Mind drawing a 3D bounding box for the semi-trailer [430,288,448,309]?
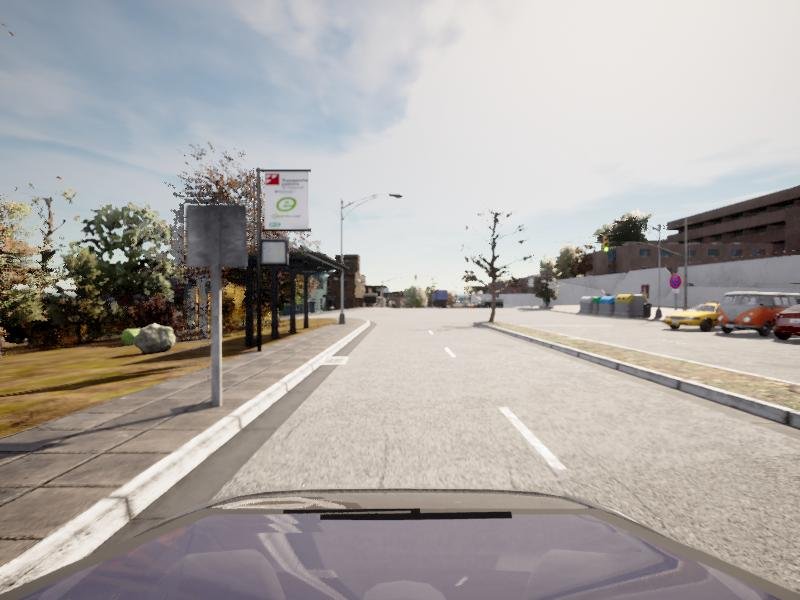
[{"bbox_3d":[8.971,-0.117,92.968,2.717,4.402,14.254,0,-1,0],"label":"semi-trailer"}]

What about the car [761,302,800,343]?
[{"bbox_3d":[16.943,0.866,15.678,4.792,1.488,2.163,1,0,-20],"label":"car"}]

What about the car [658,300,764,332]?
[{"bbox_3d":[16.754,0.839,21.563,5.366,1.575,1.946,1,0,-20],"label":"car"}]

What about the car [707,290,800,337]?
[{"bbox_3d":[16.816,0.613,18.605,4.442,1.987,1.878,1,0,-20],"label":"car"}]

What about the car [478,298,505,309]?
[{"bbox_3d":[16.901,0.630,73.873,4.442,1.987,1.878,1,-1,-20],"label":"car"}]
